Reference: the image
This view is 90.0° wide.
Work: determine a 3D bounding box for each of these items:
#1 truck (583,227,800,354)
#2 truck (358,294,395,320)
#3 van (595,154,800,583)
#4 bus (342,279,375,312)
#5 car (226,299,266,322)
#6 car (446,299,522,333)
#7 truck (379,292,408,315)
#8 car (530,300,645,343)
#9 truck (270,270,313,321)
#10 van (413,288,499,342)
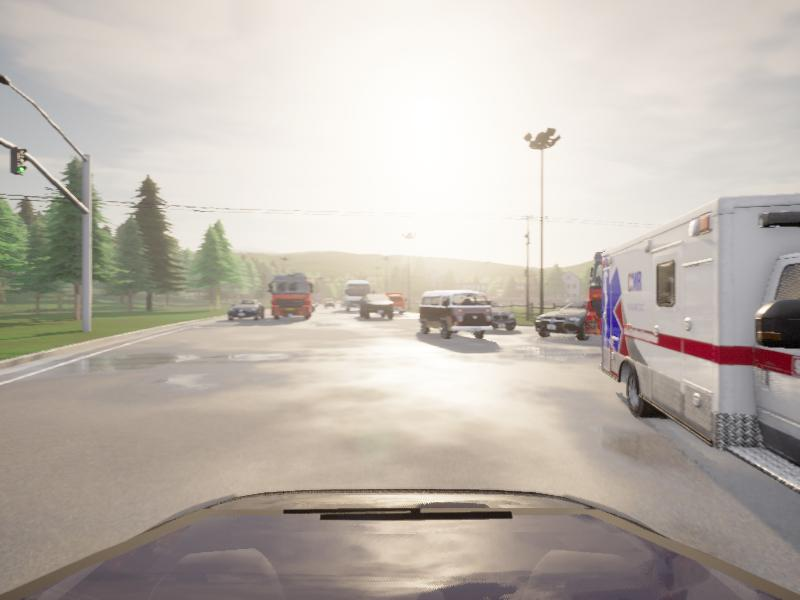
[{"bbox_3d":[11.170,-0.282,15.162,8.468,3.827,2.891,0,0,-25],"label":"truck"},{"bbox_3d":[-2.178,0.558,35.274,2.390,2.098,6.274,0,0,-11],"label":"truck"},{"bbox_3d":[3.902,0.391,3.912,2.351,2.431,6.366,0,0,14],"label":"van"},{"bbox_3d":[-6.079,-0.513,56.755,3.944,4.253,10.273,0,0,-11],"label":"bus"},{"bbox_3d":[-12.226,0.769,32.056,2.152,1.651,5.027,0,0,-11],"label":"car"},{"bbox_3d":[4.487,0.782,22.222,2.242,1.667,4.611,0,0,-15],"label":"car"},{"bbox_3d":[-0.825,0.380,47.032,2.627,2.467,5.204,0,0,-11],"label":"truck"},{"bbox_3d":[8.278,0.813,17.515,5.027,1.651,2.152,0,0,-32],"label":"car"},{"bbox_3d":[-9.207,-0.323,34.789,2.891,3.827,8.468,0,0,-11],"label":"truck"},{"bbox_3d":[2.253,0.591,17.512,2.069,2.038,4.480,0,0,-17],"label":"van"}]
